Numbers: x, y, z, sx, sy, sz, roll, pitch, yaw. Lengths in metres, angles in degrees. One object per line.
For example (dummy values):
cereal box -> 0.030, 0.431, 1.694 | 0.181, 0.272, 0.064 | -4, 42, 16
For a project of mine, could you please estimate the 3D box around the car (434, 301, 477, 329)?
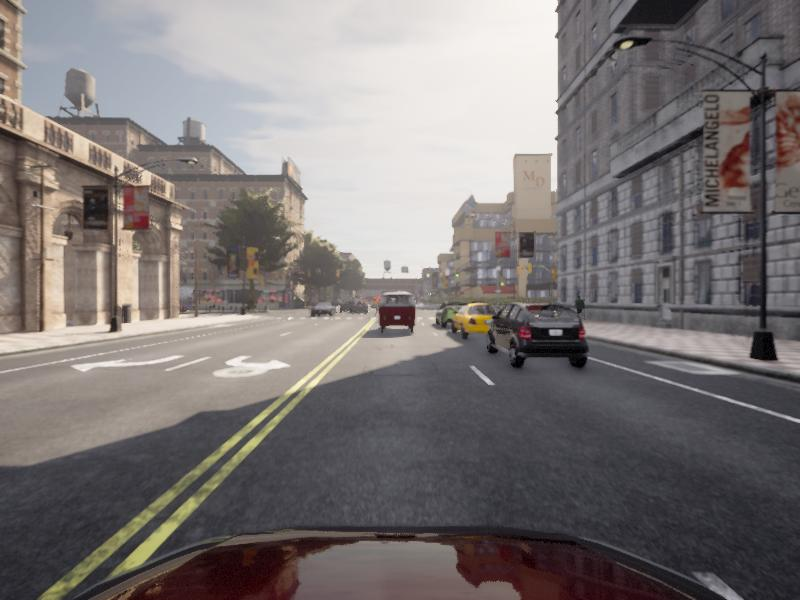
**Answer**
car -> 3.286, 0.831, 24.587 | 2.007, 1.525, 4.514 | 0, 0, -1

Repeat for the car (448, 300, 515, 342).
car -> 3.397, 0.803, 17.711 | 1.801, 1.575, 5.366 | 0, 0, -1

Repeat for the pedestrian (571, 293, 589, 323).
pedestrian -> 11.375, 0.488, 25.322 | 0.751, 1.860, 0.751 | 0, 0, -7

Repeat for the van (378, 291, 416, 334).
van -> -0.159, 0.597, 20.998 | 1.775, 1.987, 4.442 | 0, 0, -1

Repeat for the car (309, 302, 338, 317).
car -> -7.442, 0.912, 39.314 | 1.994, 1.385, 4.181 | 0, 0, 0

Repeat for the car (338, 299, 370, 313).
car -> -5.841, 0.761, 49.963 | 2.242, 1.667, 4.611 | 0, 0, -31

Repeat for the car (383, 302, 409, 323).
car -> -0.369, 0.857, 29.744 | 1.816, 1.474, 4.193 | 0, 0, -3

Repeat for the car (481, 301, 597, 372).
car -> 3.454, 0.816, 10.676 | 1.789, 1.549, 3.705 | 0, 0, 0

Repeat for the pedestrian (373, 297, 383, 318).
pedestrian -> -1.949, 0.641, 35.054 | 0.751, 1.860, 0.751 | 0, 0, -11
